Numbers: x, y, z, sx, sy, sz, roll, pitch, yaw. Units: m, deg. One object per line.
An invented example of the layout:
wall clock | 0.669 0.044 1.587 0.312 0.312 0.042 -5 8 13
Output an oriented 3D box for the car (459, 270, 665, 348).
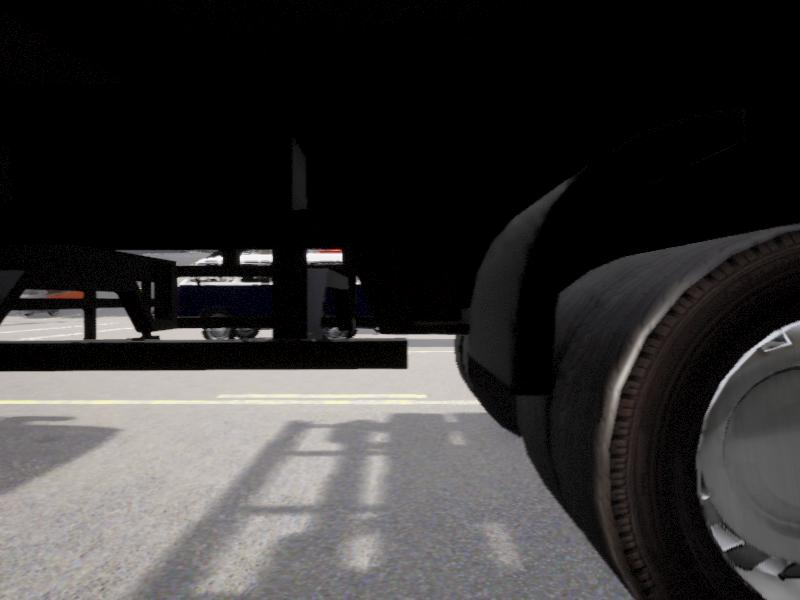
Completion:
car | 3.494 0.189 9.202 3.988 1.617 1.851 0 0 0

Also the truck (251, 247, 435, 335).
truck | -1.591 -0.244 12.579 5.204 2.467 2.627 0 0 1

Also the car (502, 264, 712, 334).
car | 6.274 -0.029 12.680 5.566 2.045 2.150 0 0 0

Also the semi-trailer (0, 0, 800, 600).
semi-trailer | 4.885 -1.217 2.204 14.254 4.402 2.717 0 0 0

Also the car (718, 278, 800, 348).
car | 10.355 0.274 9.192 4.674 1.442 1.812 0 0 0

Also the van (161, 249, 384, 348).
van | -2.647 -0.030 9.201 4.480 2.038 2.069 0 0 0
